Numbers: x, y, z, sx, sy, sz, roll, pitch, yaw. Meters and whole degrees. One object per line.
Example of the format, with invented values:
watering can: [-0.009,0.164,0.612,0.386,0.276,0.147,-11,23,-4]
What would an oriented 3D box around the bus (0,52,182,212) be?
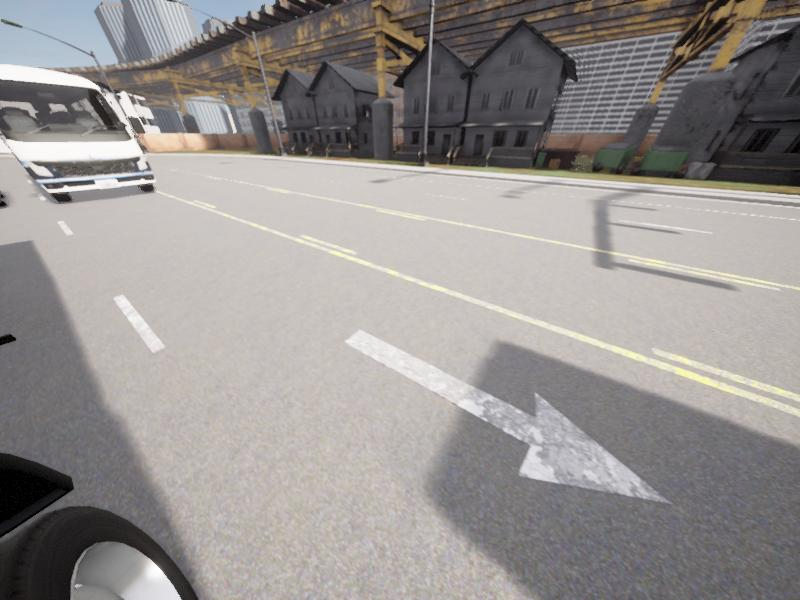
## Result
bus: [-15.623,-7.546,10.804,10.273,4.253,3.944,22,41,28]

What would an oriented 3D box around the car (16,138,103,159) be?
car: [-39.723,-17.826,27.120,5.566,2.045,2.150,-2,35,-3]

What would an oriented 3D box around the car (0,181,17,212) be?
car: [-16.935,-4.298,8.692,5.357,1.411,2.033,22,41,28]
